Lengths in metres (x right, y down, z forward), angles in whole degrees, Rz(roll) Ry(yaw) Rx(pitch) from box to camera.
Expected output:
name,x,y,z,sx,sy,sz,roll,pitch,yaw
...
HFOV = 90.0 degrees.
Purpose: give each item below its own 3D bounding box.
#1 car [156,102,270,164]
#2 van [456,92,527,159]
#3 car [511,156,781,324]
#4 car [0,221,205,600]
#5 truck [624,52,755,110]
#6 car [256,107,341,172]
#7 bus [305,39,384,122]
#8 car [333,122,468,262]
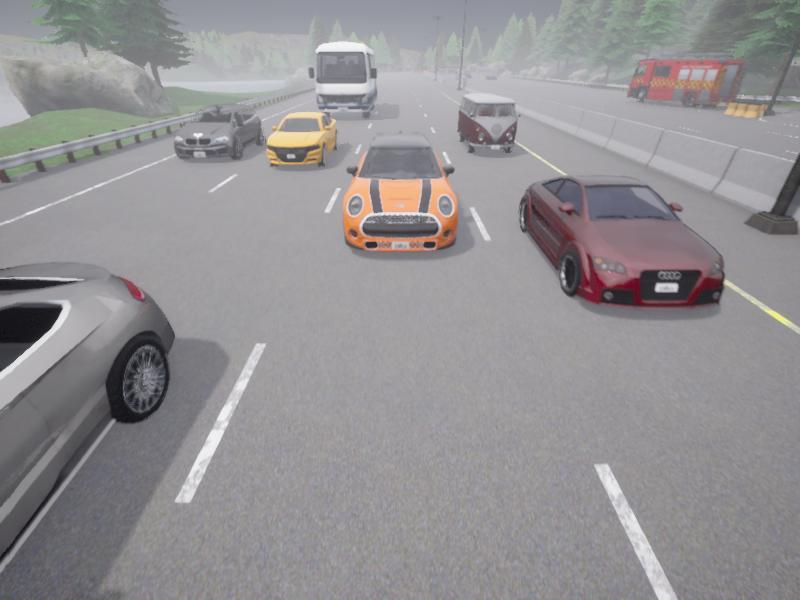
name,x,y,z,sx,sy,sz,roll,pitch,yaw
car,-6.984,-6.674,15.674,2.242,1.667,4.611,0,30,0
van,3.517,-7.245,16.339,1.775,1.987,4.442,0,30,0
car,3.510,-1.335,6.883,1.994,1.385,4.181,0,31,0
car,-3.491,1.175,2.358,2.152,1.651,5.027,0,31,0
truck,24.044,-18.748,34.114,2.891,3.827,8.468,-9,32,-15
car,-3.485,-6.092,14.814,1.882,1.535,5.008,0,30,0
bus,-3.355,-15.376,27.942,3.944,4.253,10.273,0,30,0
car,0.010,-2.595,8.610,2.097,1.767,4.553,0,30,0
